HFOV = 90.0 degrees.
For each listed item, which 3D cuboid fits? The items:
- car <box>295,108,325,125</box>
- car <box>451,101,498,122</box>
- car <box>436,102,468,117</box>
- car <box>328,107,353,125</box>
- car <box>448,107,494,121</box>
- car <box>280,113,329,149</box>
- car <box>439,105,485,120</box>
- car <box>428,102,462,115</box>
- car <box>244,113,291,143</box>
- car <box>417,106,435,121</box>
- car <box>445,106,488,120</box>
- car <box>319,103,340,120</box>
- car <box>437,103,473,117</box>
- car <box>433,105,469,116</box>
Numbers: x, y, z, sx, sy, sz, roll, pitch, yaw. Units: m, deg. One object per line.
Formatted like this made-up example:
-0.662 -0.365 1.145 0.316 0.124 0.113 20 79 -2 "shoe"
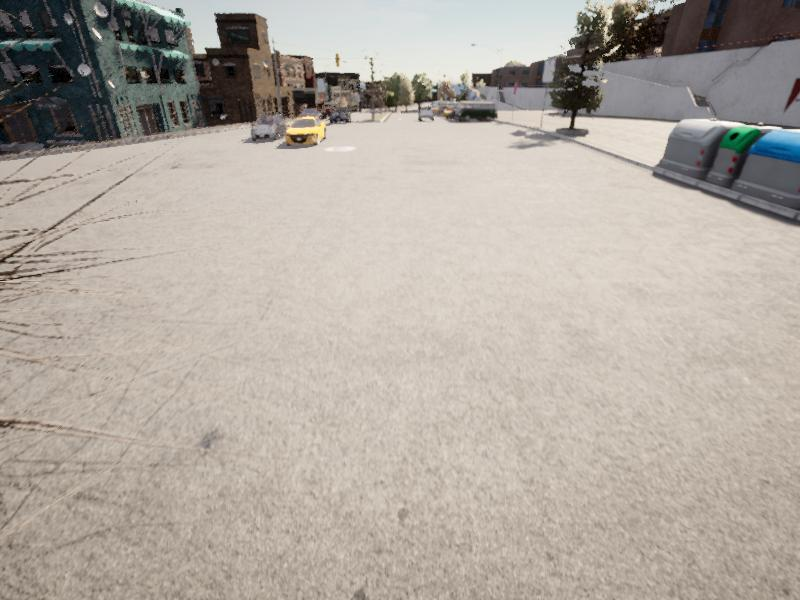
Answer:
-8.870 -18.245 39.693 1.994 1.385 4.181 0 26 0 "car"
7.956 -20.183 42.908 4.442 1.987 1.878 -8 28 -18 "car"
7.954 -29.389 61.613 4.442 1.987 1.878 -8 28 -18 "car"
-5.871 -18.339 39.768 1.816 1.474 4.193 0 27 0 "car"
8.057 -21.279 45.740 4.674 1.452 2.002 -8 27 -18 "car"
-5.881 -10.767 25.324 1.882 1.535 5.008 -1 29 0 "car"
7.888 -23.919 51.002 5.366 1.575 1.946 -8 28 -18 "car"
8.084 -34.687 72.346 5.566 2.045 2.435 -8 27 -18 "car"
-8.885 -11.688 27.112 1.845 1.501 3.633 -1 29 0 "car"
2.992 -21.807 46.721 1.845 1.501 3.633 0 26 0 "car"
8.064 -22.592 48.408 4.674 1.452 2.002 -8 28 -18 "car"
-8.884 -23.928 50.630 1.905 1.878 3.866 0 27 0 "car"
8.091 -28.006 59.033 4.553 1.767 2.185 -8 28 -18 "car"
8.231 -30.551 64.486 5.366 1.575 1.946 -8 27 -18 "car"
